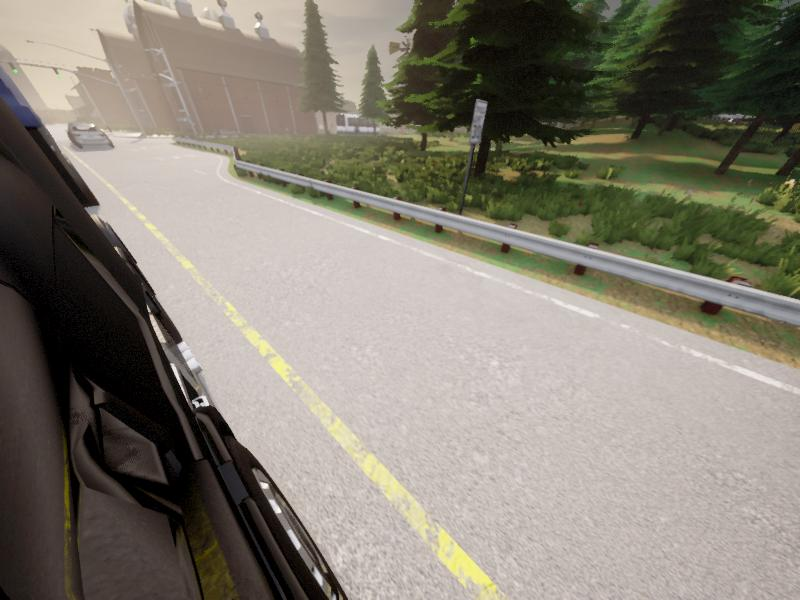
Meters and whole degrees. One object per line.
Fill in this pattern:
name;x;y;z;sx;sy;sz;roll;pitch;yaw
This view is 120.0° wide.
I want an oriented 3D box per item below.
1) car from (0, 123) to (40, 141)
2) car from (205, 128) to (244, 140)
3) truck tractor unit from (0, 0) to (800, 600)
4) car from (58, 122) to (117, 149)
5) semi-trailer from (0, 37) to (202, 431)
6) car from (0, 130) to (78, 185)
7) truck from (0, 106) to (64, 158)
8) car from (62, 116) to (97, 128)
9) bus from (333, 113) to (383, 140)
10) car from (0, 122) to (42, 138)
car;-40.371;-16.478;22.547;5.357;1.411;2.033;-15;40;-22
car;-27.317;-25.954;36.087;1.994;1.385;4.181;27;43;30
truck tractor unit;-2.645;-0.295;0.351;6.516;4.208;3.053;28;44;30
car;-27.374;-14.433;20.226;4.611;1.667;2.242;26;43;29
semi-trailer;-8.752;-3.545;4.208;14.254;4.402;2.717;27;43;30
car;-16.180;-6.211;9.857;4.902;1.511;2.128;27;43;30
truck;-25.082;-10.964;15.001;5.204;2.467;2.627;26;43;29
car;-70.576;-39.254;50.982;3.866;1.878;1.905;-2;42;-3
bus;-8.685;-36.954;49.514;3.944;4.253;10.273;27;43;30
car;-43.437;-19.594;26.596;4.181;1.385;1.994;27;43;30
